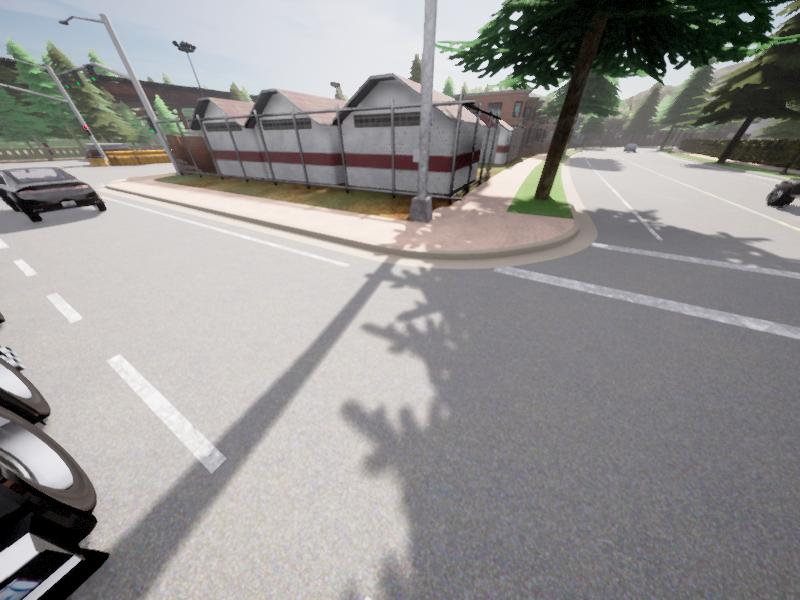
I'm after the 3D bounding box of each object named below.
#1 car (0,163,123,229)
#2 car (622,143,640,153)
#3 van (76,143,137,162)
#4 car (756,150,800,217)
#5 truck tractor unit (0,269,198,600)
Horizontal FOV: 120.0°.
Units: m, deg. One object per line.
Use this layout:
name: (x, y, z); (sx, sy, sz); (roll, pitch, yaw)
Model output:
car: (-13.219, -4.072, 8.599); (4.902, 1.511, 2.128); (18, 39, 24)
car: (44.575, -29.416, 44.626); (2.033, 1.411, 5.357); (25, 42, 31)
van: (-39.627, -20.109, 31.360); (1.775, 1.987, 4.442); (16, 38, 22)
car: (14.656, -3.538, 7.257); (1.905, 1.878, 3.866); (17, 38, 23)
truck tractor unit: (-5.124, -0.285, 0.775); (6.516, 4.208, 3.053); (18, 39, 24)
